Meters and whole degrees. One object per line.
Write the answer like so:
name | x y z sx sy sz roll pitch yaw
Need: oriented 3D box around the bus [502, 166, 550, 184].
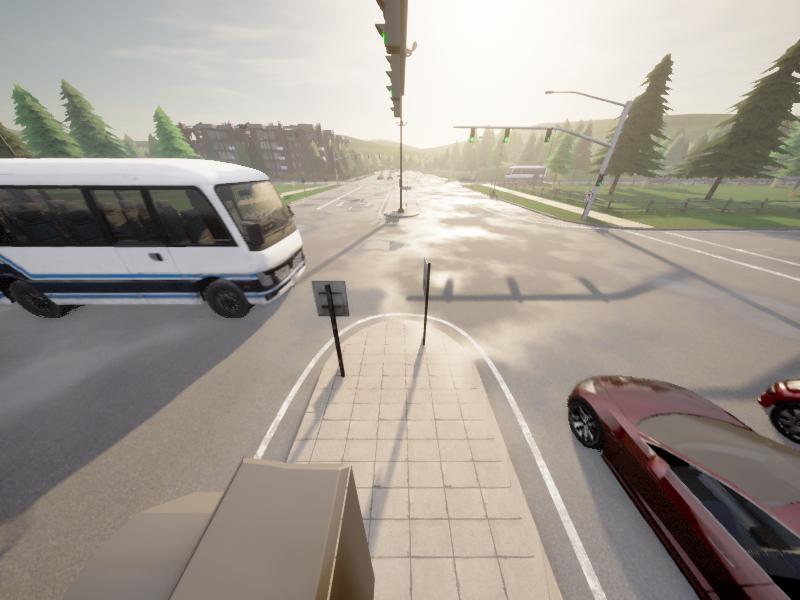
bus | 34.340 -34.393 63.423 10.273 4.253 3.944 0 30 0

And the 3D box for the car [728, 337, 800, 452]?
car | 7.484 2.316 2.486 1.851 1.617 3.988 0 30 0

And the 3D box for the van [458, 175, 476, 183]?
van | 19.398 -35.220 67.120 4.442 1.987 1.775 0 30 0

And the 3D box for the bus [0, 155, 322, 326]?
bus | -8.570 -2.075 7.449 10.273 4.253 3.944 0 30 0

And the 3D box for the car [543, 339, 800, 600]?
car | 3.979 2.523 2.254 2.163 1.488 4.792 0 30 0

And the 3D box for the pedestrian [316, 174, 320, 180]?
pedestrian | -27.186 -40.901 76.735 0.751 1.860 0.751 0 30 0
